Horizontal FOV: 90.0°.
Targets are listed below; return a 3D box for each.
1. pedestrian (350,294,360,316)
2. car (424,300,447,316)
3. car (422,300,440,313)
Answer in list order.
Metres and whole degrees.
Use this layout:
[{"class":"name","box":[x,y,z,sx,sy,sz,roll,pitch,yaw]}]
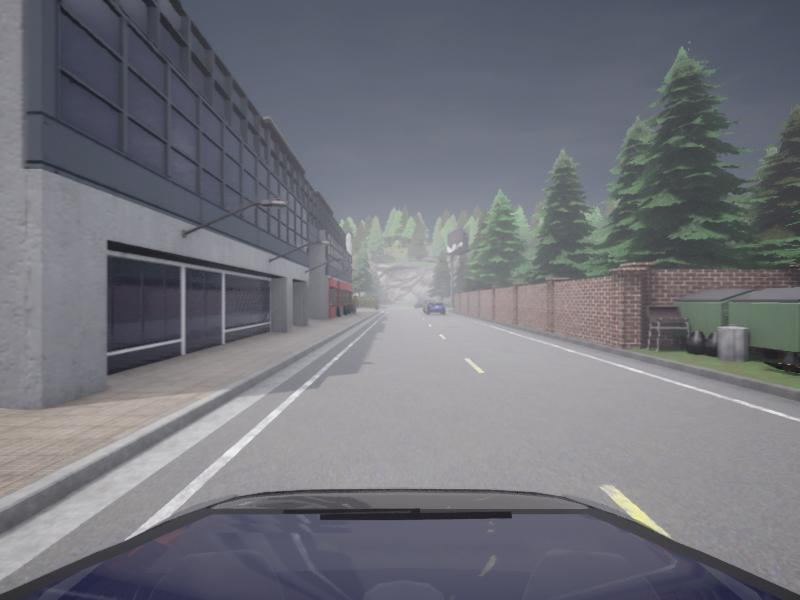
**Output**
[{"class":"pedestrian","box":[-3.951,0.428,35.249,0.751,1.860,0.751,0,0,-1]},{"class":"car","box":[3.646,0.765,41.542,2.007,1.525,4.514,0,0,0]},{"class":"car","box":[3.671,0.742,47.992,1.789,1.549,3.705,0,0,0]}]
